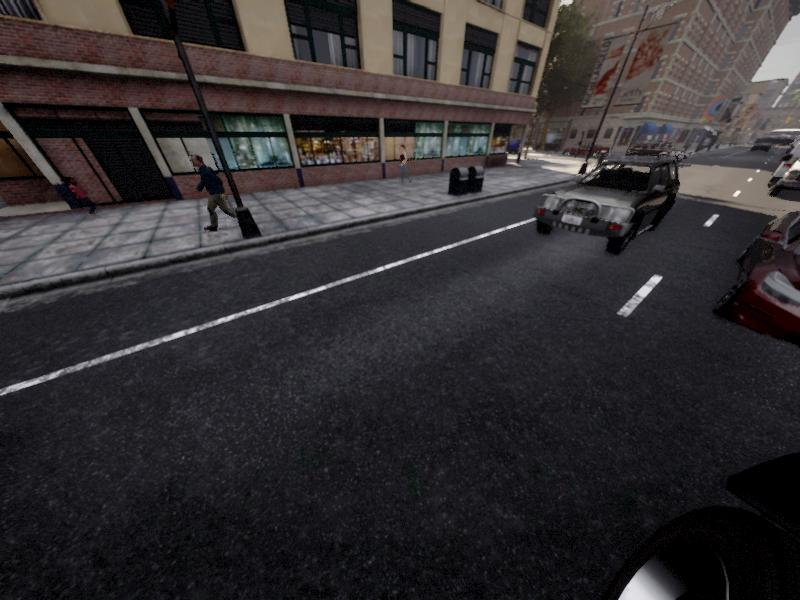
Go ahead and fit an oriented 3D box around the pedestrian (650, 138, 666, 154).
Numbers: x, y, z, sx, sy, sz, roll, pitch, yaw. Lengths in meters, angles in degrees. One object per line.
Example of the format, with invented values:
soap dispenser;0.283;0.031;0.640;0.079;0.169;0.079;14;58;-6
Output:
pedestrian;35.620;-21.229;31.889;0.751;1.860;0.751;29;44;34

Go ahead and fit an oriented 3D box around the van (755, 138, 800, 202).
van;19.068;-6.092;10.325;6.366;2.431;2.351;-23;41;-28

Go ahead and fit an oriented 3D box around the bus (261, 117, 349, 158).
bus;-13.037;-22.913;32.844;10.273;4.253;3.944;-22;41;-29

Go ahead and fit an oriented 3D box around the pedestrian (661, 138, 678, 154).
pedestrian;37.861;-21.623;32.433;0.751;1.860;0.751;-25;42;-31

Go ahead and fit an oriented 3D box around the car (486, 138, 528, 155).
car;17.223;-25.057;37.601;2.150;2.045;5.566;-23;41;-29

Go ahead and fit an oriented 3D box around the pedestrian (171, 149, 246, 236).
pedestrian;-4.810;-2.730;5.907;0.751;1.860;0.751;-29;44;-34

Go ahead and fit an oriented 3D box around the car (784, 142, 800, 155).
car;58.617;-22.302;33.914;4.674;1.442;1.812;-23;41;-29

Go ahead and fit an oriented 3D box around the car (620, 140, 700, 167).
car;24.569;-14.131;22.177;1.932;1.855;4.605;-3;36;-7

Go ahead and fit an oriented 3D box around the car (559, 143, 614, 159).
car;24.238;-19.585;30.223;1.882;1.535;5.008;-27;43;-32

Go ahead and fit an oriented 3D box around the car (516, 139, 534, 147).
car;35.594;-44.733;65.765;5.238;1.638;1.930;-23;41;-29

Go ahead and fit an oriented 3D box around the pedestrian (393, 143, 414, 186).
pedestrian;0.176;-6.968;11.890;0.751;1.860;0.751;-16;38;-21

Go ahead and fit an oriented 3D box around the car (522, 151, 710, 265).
car;5.714;-2.743;6.142;4.605;1.855;1.932;-23;41;-29

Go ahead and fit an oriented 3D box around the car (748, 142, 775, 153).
car;59.368;-25.048;37.930;4.718;1.301;1.895;-23;41;-29

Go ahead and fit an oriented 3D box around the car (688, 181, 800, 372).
car;6.699;-0.507;3.304;4.792;1.488;2.163;-23;41;-29

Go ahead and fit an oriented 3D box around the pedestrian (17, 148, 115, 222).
pedestrian;-9.810;-3.425;6.931;0.751;1.860;0.751;-24;41;-29

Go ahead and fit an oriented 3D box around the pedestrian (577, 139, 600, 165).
pedestrian;16.527;-12.960;20.282;0.751;1.860;0.751;-23;41;-28

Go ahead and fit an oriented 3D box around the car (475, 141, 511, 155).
car;14.365;-23.676;35.881;2.097;1.767;4.553;-26;43;-32
